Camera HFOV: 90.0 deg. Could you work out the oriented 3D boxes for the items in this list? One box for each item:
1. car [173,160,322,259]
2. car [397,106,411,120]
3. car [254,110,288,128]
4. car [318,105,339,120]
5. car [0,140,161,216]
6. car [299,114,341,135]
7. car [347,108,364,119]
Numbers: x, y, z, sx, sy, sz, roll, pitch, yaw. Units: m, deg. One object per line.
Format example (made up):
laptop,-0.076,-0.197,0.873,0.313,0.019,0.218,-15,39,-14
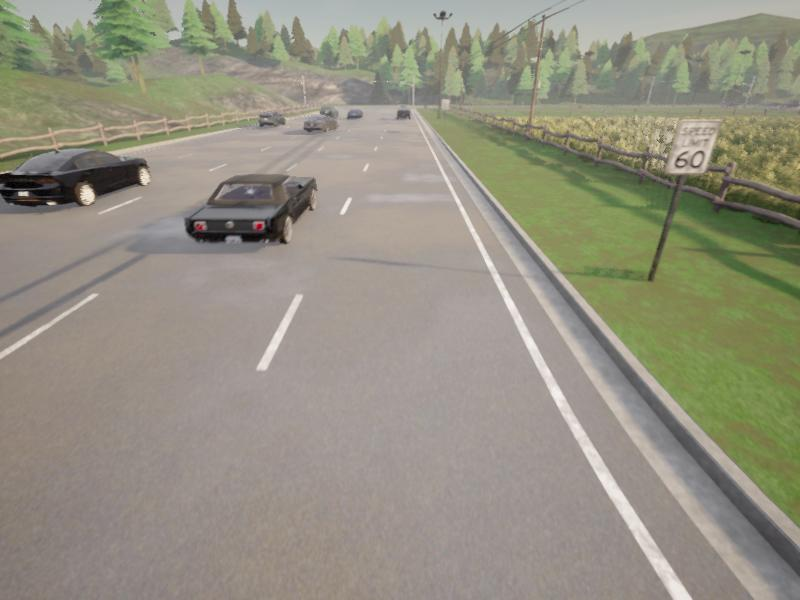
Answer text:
car,-3.421,-2.511,10.136,1.895,1.301,4.718,0,27,0
car,0.530,-26.973,57.495,1.930,1.638,5.238,0,27,0
car,-13.612,-19.250,42.575,2.007,1.525,4.514,0,27,0
car,-9.982,-26.440,56.307,2.097,1.767,4.553,0,27,0
car,-10.391,-4.204,13.189,1.882,1.535,5.008,0,27,0
car,-7.204,-16.233,36.818,2.033,1.411,5.357,4,27,8
car,-6.465,-27.158,58.169,1.994,1.385,4.181,0,27,0
